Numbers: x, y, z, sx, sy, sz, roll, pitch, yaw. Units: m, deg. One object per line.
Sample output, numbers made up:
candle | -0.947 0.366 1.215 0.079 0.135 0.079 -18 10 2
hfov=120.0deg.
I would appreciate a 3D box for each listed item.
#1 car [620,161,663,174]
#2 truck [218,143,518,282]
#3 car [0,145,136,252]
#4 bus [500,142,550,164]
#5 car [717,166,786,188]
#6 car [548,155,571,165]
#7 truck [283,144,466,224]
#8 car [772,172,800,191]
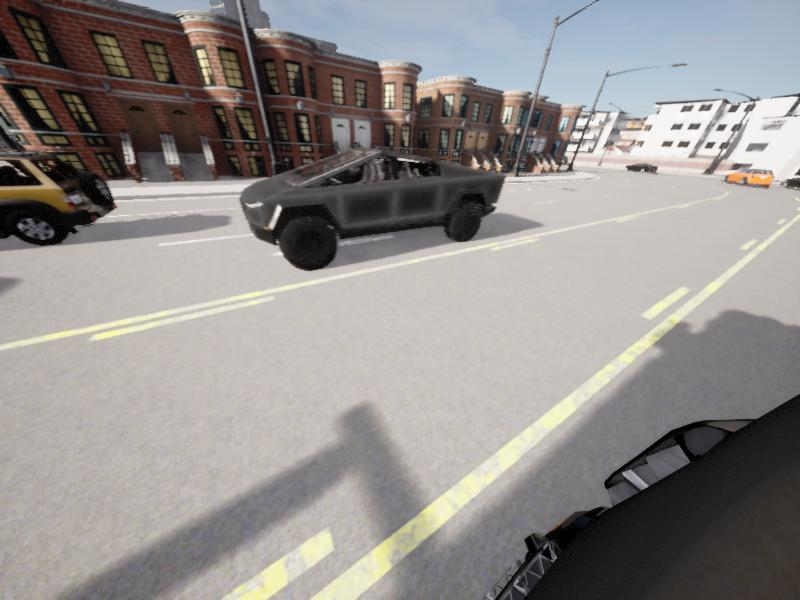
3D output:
car | 42.031 -23.184 40.436 1.882 1.535 5.008 -2 34 -7
truck | -0.372 -2.581 5.906 6.274 2.098 2.390 -16 38 -26
car | -9.432 -2.117 4.768 4.605 1.855 1.932 -16 38 -26
bus | 31.577 -37.831 59.270 3.944 4.253 10.273 -15 38 -25
car | 40.064 -14.231 26.590 2.097 1.767 4.553 16 36 19
car | 38.419 -33.758 55.789 1.905 1.878 3.866 -15 37 -24
truck | -0.772 -4.705 9.072 6.274 2.098 2.390 -16 38 -26
car | 42.263 -12.006 23.659 2.128 1.511 4.902 18 37 21
